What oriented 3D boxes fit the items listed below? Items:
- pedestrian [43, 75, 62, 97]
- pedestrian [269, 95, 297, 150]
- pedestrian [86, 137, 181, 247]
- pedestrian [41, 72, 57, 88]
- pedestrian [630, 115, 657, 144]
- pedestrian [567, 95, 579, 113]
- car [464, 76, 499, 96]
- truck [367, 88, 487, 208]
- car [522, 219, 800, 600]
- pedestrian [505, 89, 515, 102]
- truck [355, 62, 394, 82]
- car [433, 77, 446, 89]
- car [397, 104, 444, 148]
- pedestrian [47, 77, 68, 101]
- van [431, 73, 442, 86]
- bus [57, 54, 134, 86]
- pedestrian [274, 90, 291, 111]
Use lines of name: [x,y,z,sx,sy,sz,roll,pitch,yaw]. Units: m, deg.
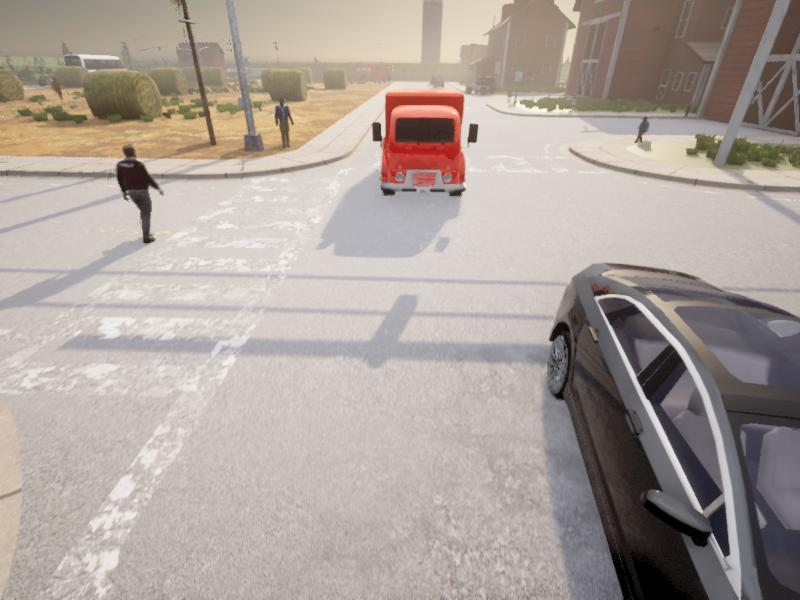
pedestrian: [-33.925,-20.860,39.040,0.751,1.860,0.751,-25,39,-36]
pedestrian: [-4.566,-6.933,15.643,0.751,1.860,0.751,-8,31,-15]
pedestrian: [-4.958,-2.024,7.581,0.751,1.860,0.751,2,30,3]
pedestrian: [-47.158,-29.562,53.740,0.751,1.860,0.751,2,30,3]
pedestrian: [10.420,-7.310,17.144,0.500,1.100,0.500,-13,33,-22]
pedestrian: [12.090,-13.699,27.986,0.500,1.100,0.500,9,31,14]
car: [9.854,-26.055,48.600,1.905,1.878,3.866,-28,39,-31]
truck: [0.657,-4.671,11.622,2.627,2.467,5.204,1,30,1]
car: [2.373,1.112,2.695,2.128,1.511,4.902,8,31,5]
pedestrian: [10.335,-19.216,37.606,0.500,1.100,0.500,-14,33,-24]
truck: [-5.579,-51.320,90.083,8.468,3.827,2.891,2,30,2]
car: [6.370,-35.465,65.301,1.789,1.549,3.705,1,30,2]
car: [0.955,-8.330,18.947,1.994,1.385,4.181,2,30,2]
pedestrian: [-30.187,-18.620,35.260,0.751,1.860,0.751,27,39,37]
van: [6.743,-40.845,74.101,1.775,1.987,4.442,1,30,2]
bus: [-50.932,-38.863,67.583,3.944,4.253,10.273,3,30,5]
pedestrian: [-8.459,-14.376,28.880,0.751,1.300,0.751,9,31,15]
